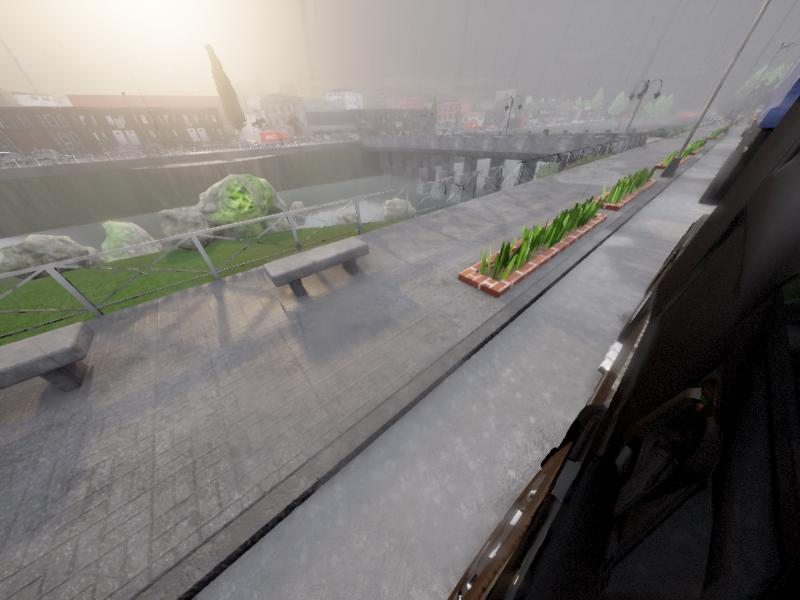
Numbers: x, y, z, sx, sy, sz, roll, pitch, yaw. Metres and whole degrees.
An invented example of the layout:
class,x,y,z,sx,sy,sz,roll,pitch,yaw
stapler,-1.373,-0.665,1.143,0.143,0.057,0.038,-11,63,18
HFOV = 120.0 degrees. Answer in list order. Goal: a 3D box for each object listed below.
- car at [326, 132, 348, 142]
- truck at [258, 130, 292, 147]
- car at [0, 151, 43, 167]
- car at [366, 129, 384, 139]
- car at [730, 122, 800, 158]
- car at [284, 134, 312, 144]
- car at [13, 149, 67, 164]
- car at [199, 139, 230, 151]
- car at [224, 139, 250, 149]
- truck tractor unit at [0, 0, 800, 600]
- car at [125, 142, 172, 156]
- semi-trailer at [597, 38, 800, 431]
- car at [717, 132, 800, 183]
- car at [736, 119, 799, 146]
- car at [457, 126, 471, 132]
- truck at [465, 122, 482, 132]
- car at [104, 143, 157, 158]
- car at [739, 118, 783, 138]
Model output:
class,x,y,z,sx,sy,sz,roll,pitch,yaw
car,-15.722,-40.842,57.790,4.856,1.649,2.033,-27,43,-28
truck,-25.503,-33.058,47.319,5.204,2.467,2.627,-28,44,-29
car,-51.567,-18.879,30.827,3.806,1.475,1.970,-26,43,-28
car,-6.449,-42.956,59.820,3.866,1.878,1.905,-28,44,-29
car,22.452,-9.808,14.063,4.514,1.525,2.007,-27,43,-29
car,-23.286,-36.799,52.855,5.238,1.638,1.930,-26,43,-29
car,-52.726,-21.193,33.989,3.806,1.475,1.970,-28,43,-29
car,-33.887,-28.381,42.304,3.988,1.617,1.851,-26,43,-28
car,-32.902,-31.617,46.672,3.806,1.475,1.970,-27,43,-28
truck tractor unit,2.645,-0.295,0.351,6.516,4.208,3.053,-28,44,-30
car,-43.353,-26.251,40.021,5.238,1.638,1.930,-28,43,-30
semi-trailer,8.713,-3.596,4.211,14.254,4.402,2.717,-28,44,-30
car,15.629,-6.104,9.697,4.181,1.385,1.994,-26,43,-29
car,29.254,-13.428,18.472,4.514,1.525,2.007,-27,43,-29
car,22.889,-61.550,83.026,5.238,1.638,1.930,-28,44,-30
truck,25.453,-60.171,80.289,5.204,2.467,2.627,-28,44,-30
car,-42.527,-23.769,36.656,5.238,1.638,1.930,-26,43,-28
car,36.893,-17.671,23.704,4.193,1.474,1.816,-29,44,-30
